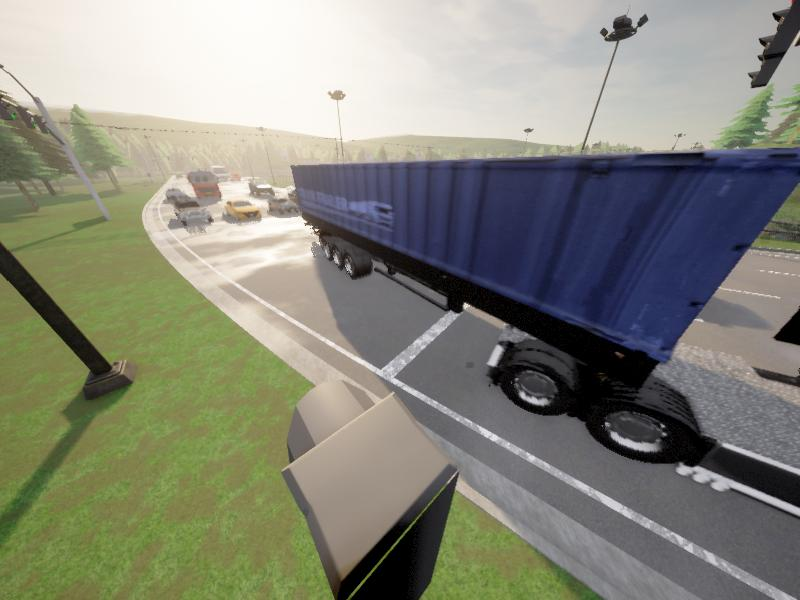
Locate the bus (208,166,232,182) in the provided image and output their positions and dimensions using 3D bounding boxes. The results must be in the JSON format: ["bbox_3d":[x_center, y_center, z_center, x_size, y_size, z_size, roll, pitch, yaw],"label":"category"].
[{"bbox_3d":[-57.660,-40.495,73.884,3.944,4.253,10.273,-22,37,-33],"label":"bus"}]

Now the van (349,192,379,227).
[{"bbox_3d":[-2.829,-7.710,19.320,2.069,2.038,4.480,-2,30,-4],"label":"van"}]

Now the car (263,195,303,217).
[{"bbox_3d":[-11.525,-9.330,22.690,4.193,1.474,1.816,26,39,37],"label":"car"}]

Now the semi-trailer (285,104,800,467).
[{"bbox_3d":[-0.196,-2.607,8.084,2.717,4.402,14.254,-21,36,-31],"label":"semi-trailer"}]

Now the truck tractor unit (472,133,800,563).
[{"bbox_3d":[4.984,0.426,3.046,6.516,4.208,3.053,19,35,30],"label":"truck tractor unit"}]

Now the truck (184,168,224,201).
[{"bbox_3d":[-28.457,-16.911,33.464,2.891,3.827,8.468,-22,37,-33],"label":"truck"}]

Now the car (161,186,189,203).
[{"bbox_3d":[-30.116,-14.225,31.021,2.152,1.651,5.027,-23,37,-34],"label":"car"}]

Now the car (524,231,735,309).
[{"bbox_3d":[8.174,-1.468,9.155,5.357,1.411,2.033,17,34,27],"label":"car"}]

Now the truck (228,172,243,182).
[{"bbox_3d":[-51.862,-38.852,72.827,2.627,2.467,5.204,-22,37,-33],"label":"truck"}]

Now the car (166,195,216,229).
[{"bbox_3d":[-16.864,-7.203,18.605,4.605,1.855,1.932,26,39,37],"label":"car"}]

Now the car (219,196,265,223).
[{"bbox_3d":[-14.182,-8.199,20.669,5.008,1.535,1.882,26,39,37],"label":"car"}]

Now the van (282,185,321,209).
[{"bbox_3d":[-11.351,-11.939,26.633,4.480,2.038,2.069,27,40,37],"label":"van"}]

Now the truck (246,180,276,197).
[{"bbox_3d":[-22.458,-18.024,37.125,2.390,2.098,6.274,-23,37,-34],"label":"truck"}]
